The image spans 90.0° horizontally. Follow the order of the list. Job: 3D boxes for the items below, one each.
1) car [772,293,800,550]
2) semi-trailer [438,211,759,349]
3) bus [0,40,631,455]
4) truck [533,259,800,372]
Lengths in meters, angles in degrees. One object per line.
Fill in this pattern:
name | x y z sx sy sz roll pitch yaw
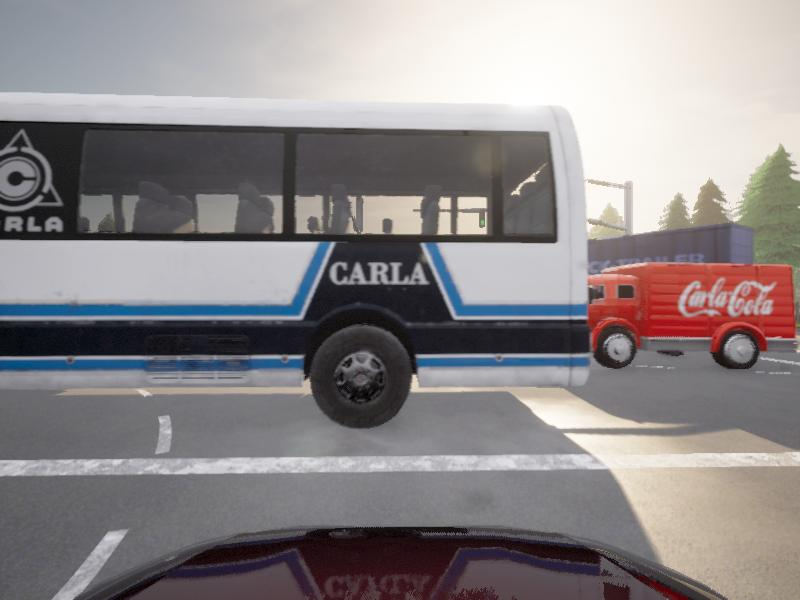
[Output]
car | 3.588 0.780 0.228 2.152 1.651 5.027 0 0 1
semi-trailer | 7.595 -0.649 19.344 2.717 4.402 14.254 -2 1 -35
bus | -2.694 -0.539 6.133 10.273 4.253 3.944 0 0 -2
truck | 6.443 0.354 10.210 5.204 2.467 2.627 1 0 0
